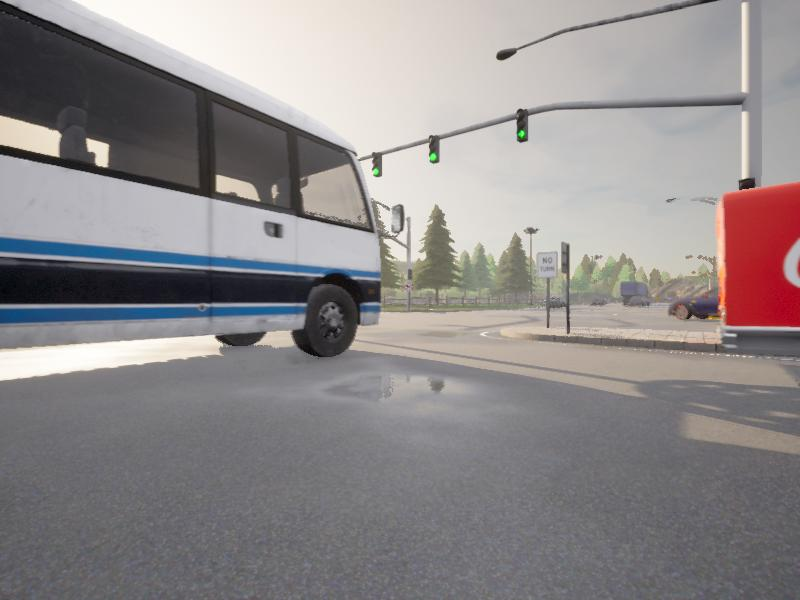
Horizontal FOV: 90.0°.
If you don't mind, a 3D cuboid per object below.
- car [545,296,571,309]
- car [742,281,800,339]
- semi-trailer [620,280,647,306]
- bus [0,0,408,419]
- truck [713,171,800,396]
[{"bbox_3d":[18.604,0.253,47.085,1.970,1.475,3.806,0,0,36],"label":"car"},{"bbox_3d":[12.017,0.251,10.284,4.792,1.488,2.163,0,0,38],"label":"car"},{"bbox_3d":[43.979,-1.218,75.163,2.717,4.402,14.254,0,0,37],"label":"semi-trailer"},{"bbox_3d":[-4.512,-1.136,5.044,3.944,4.253,10.273,0,0,37],"label":"bus"},{"bbox_3d":[6.700,-0.225,4.282,5.204,2.467,2.627,-2,-1,38],"label":"truck"}]
